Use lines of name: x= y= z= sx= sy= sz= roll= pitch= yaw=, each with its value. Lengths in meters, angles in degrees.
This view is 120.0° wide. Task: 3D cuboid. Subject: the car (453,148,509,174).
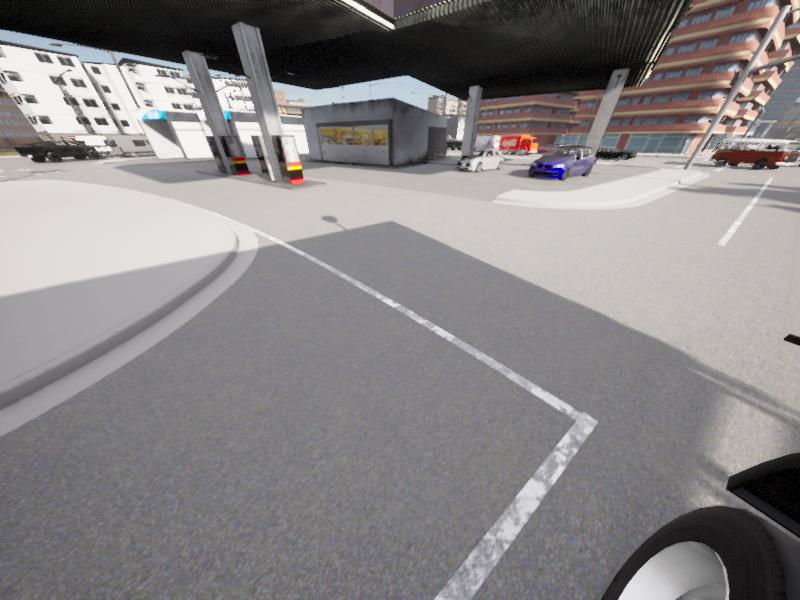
car: x=6.293 y=-10.936 z=18.033 sx=3.806 sy=1.475 sz=1.970 roll=-22 pitch=41 yaw=-28

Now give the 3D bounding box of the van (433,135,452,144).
van: x=15.045 y=-56.910 z=81.993 sx=6.366 sy=2.431 sz=2.351 roll=-23 pitch=41 yaw=-27

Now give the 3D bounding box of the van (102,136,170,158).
van: x=-38.343 y=-22.524 z=33.911 sx=1.988 sy=2.561 sz=5.915 roll=9 pitch=36 yaw=13

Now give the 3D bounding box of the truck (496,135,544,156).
truck: x=17.556 y=-22.906 z=34.214 sx=2.627 sy=2.467 sz=5.204 roll=-23 pitch=40 yaw=-29

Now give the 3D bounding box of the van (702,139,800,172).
van: x=29.114 y=-11.944 z=18.940 sx=2.069 sy=2.038 sz=4.480 roll=-2 pitch=35 yaw=-6

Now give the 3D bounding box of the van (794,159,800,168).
van: x=36.269 y=-12.446 z=19.609 sx=4.480 sy=2.038 sz=2.069 roll=-22 pitch=41 yaw=-28

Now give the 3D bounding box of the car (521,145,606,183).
car: x=10.217 y=-8.622 z=14.447 sx=4.611 sy=1.667 sz=2.242 roll=-22 pitch=41 yaw=-28

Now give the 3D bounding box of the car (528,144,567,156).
car: x=21.912 y=-22.462 z=34.492 sx=1.994 sy=1.385 sz=4.181 roll=-23 pitch=41 yaw=-29

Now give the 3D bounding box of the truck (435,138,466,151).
truck: x=10.219 y=-31.989 z=47.454 sx=2.390 sy=2.098 sz=6.274 roll=-23 pitch=41 yaw=-29

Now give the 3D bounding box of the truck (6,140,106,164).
truck: x=-39.973 y=-17.603 z=27.317 sx=2.390 sy=2.098 sz=6.274 roll=0 pitch=35 yaw=0

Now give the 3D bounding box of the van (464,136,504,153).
van: x=15.064 y=-28.299 z=41.902 sx=2.351 sy=2.431 sz=6.366 roll=-23 pitch=41 yaw=-29

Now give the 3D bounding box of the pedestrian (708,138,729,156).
pedestrian: x=40.773 y=-19.606 z=29.600 sx=0.751 sy=1.860 sz=0.751 roll=28 pitch=44 yaw=34

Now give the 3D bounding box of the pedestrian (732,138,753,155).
pedestrian: x=44.867 y=-20.111 z=30.294 sx=0.751 sy=1.860 sz=0.751 roll=-29 pitch=44 yaw=-34

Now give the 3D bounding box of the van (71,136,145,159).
van: x=-42.142 y=-22.355 z=33.692 sx=1.988 sy=2.561 sz=5.915 roll=8 pitch=36 yaw=12

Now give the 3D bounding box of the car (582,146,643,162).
car: x=24.439 y=-17.001 z=26.791 sx=1.895 sy=1.301 sz=4.718 roll=-23 pitch=41 yaw=-29

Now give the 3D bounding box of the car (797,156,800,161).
car: x=45.250 y=-16.031 z=24.795 sx=4.605 sy=1.855 sz=1.932 roll=-22 pitch=40 yaw=-28
